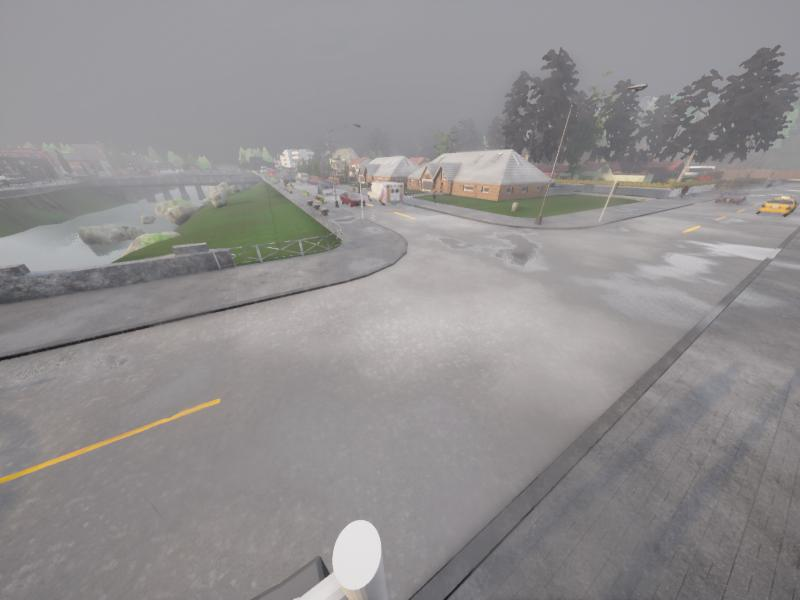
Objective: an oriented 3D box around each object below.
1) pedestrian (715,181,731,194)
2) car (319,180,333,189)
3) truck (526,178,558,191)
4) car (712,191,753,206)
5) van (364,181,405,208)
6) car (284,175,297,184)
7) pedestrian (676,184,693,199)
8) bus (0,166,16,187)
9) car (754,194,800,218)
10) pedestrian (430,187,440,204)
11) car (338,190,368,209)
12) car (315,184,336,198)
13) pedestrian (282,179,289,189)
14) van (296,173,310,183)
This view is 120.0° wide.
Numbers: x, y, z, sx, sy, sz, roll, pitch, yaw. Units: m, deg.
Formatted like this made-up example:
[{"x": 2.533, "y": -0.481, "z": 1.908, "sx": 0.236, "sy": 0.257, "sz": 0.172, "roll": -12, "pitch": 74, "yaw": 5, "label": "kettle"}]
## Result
[{"x": 53.726, "y": -18.700, "z": 38.470, "sx": 0.751, "sy": 1.860, "sz": 0.751, "roll": -15, "pitch": 33, "yaw": -24, "label": "pedestrian"}, {"x": -16.124, "y": -25.083, "z": 50.185, "sx": 1.816, "sy": 1.474, "sz": 4.193, "roll": -16, "pitch": 34, "yaw": -25, "label": "car"}, {"x": 27.281, "y": -22.337, "z": 44.478, "sx": 2.069, "sy": 2.038, "sz": 4.478, "roll": -16, "pitch": 34, "yaw": -26, "label": "truck"}, {"x": 41.761, "y": -12.799, "z": 29.013, "sx": 4.181, "sy": 1.385, "sz": 1.994, "roll": -16, "pitch": 34, "yaw": -26, "label": "car"}, {"x": -2.045, "y": -13.359, "z": 28.925, "sx": 2.351, "sy": 2.431, "sz": 6.366, "roll": -16, "pitch": 34, "yaw": -26, "label": "van"}, {"x": -31.037, "y": -34.278, "z": 65.547, "sx": 2.150, "sy": 2.045, "sz": 5.566, "roll": -16, "pitch": 34, "yaw": -26, "label": "car"}, {"x": 40.568, "y": -15.492, "z": 32.931, "sx": 0.751, "sy": 1.860, "sz": 0.751, "roll": 18, "pitch": 35, "yaw": 29, "label": "pedestrian"}, {"x": -92.778, "y": -26.922, "z": 50.584, "sx": 3.944, "sy": 4.253, "sz": 10.273, "roll": -16, "pitch": 34, "yaw": -26, "label": "bus"}, {"x": 37.642, "y": -9.382, "z": 22.883, "sx": 5.366, "sy": 1.575, "sz": 1.801, "roll": -16, "pitch": 34, "yaw": -26, "label": "car"}, {"x": 4.257, "y": -12.906, "z": 28.453, "sx": 0.751, "sy": 1.860, "sz": 0.751, "roll": -15, "pitch": 33, "yaw": -25, "label": "pedestrian"}, {"x": -5.702, "y": -12.128, "z": 27.683, "sx": 1.882, "sy": 1.535, "sz": 5.008, "roll": -16, "pitch": 34, "yaw": -25, "label": "car"}, {"x": -12.059, "y": -17.605, "z": 37.179, "sx": 2.007, "sy": 1.525, "sz": 4.514, "roll": -16, "pitch": 34, "yaw": -26, "label": "car"}, {"x": -23.127, "y": -23.442, "z": 46.700, "sx": 0.751, "sy": 1.860, "sz": 0.751, "roll": -18, "pitch": 34, "yaw": -28, "label": "pedestrian"}, {"x": -29.259, "y": -36.914, "z": 69.714, "sx": 2.351, "sy": 2.431, "sz": 6.366, "roll": -16, "pitch": 34, "yaw": -26, "label": "van"}]
